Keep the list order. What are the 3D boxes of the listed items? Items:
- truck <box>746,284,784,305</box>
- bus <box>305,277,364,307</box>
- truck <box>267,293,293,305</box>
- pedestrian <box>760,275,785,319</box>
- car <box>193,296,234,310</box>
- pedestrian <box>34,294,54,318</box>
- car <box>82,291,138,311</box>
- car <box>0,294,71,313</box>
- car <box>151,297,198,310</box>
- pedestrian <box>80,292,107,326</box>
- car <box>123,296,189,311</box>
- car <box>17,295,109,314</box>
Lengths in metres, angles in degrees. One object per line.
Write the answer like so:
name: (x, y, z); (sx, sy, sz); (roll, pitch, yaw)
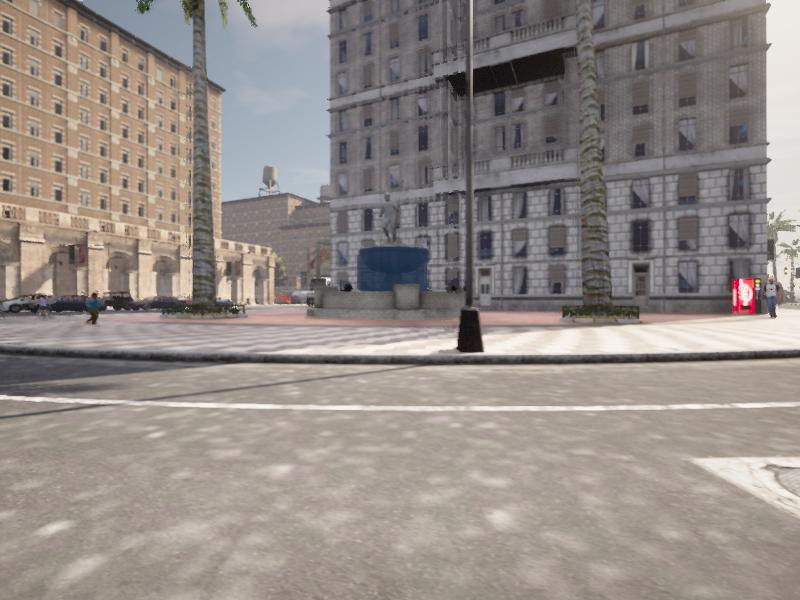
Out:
truck: (68.592, -0.996, 75.341); (2.891, 3.827, 8.468); (0, 0, 25)
bus: (-9.798, -1.114, 61.363); (3.944, 4.253, 10.273); (0, 0, 24)
truck: (-27.113, -0.199, 90.199); (5.204, 2.467, 2.627); (0, 0, 25)
pedestrian: (16.498, -0.133, 17.722); (0.751, 1.860, 0.751); (0, 0, -41)
car: (-21.004, 0.286, 45.087); (1.970, 1.475, 3.806); (0, 0, 25)
pedestrian: (-16.631, 0.289, 18.674); (0.500, 1.100, 0.500); (0, 0, 18)
car: (-27.887, 0.086, 38.595); (1.905, 1.878, 3.866); (0, 0, 25)
car: (-30.449, 0.271, 33.168); (2.007, 1.525, 4.514); (0, 0, 27)
car: (-25.078, 0.345, 44.632); (1.994, 1.385, 4.181); (0, 0, 25)
pedestrian: (-10.012, 0.280, 13.069); (0.500, 1.100, 0.500); (0, 0, 0)
car: (-23.740, 0.330, 39.207); (2.033, 1.411, 5.357); (0, 0, 25)
car: (-26.960, 0.333, 32.289); (2.033, 1.411, 5.357); (0, 0, 25)
